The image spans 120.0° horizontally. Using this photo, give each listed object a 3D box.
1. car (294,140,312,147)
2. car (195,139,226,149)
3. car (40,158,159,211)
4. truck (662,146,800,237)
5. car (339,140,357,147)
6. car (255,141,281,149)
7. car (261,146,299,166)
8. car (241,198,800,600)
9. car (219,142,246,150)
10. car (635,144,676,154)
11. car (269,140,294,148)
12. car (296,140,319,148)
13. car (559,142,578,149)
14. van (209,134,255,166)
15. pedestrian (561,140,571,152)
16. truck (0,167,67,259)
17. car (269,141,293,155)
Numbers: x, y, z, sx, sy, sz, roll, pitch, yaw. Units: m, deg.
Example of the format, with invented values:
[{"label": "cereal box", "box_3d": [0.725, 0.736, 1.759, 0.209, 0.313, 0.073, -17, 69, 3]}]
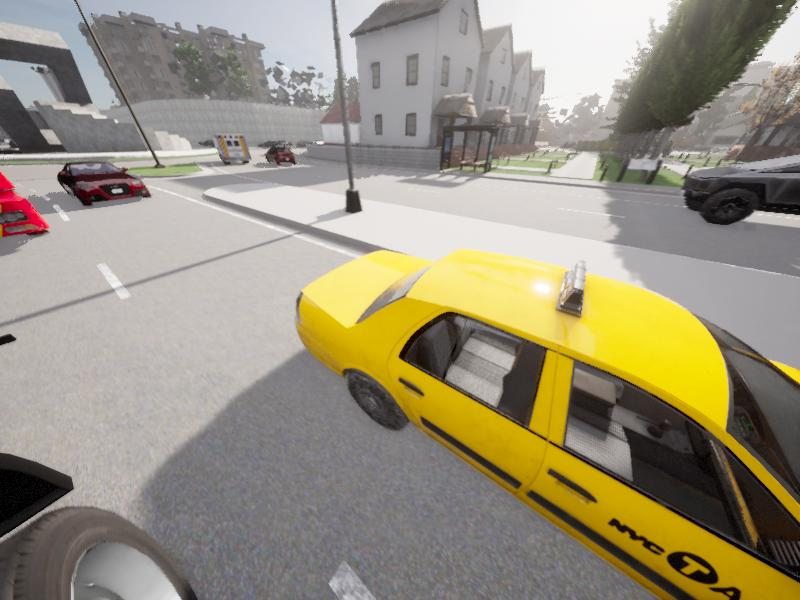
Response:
[{"label": "car", "box_3d": [-25.890, -41.771, 61.718, 1.845, 1.501, 3.633, 24, 41, 29]}, {"label": "car", "box_3d": [-42.143, -34.804, 51.525, 4.856, 1.649, 2.033, 0, 35, 0]}, {"label": "car", "box_3d": [-12.541, -4.978, 9.669, 4.181, 1.385, 1.994, 21, 40, 26]}, {"label": "truck", "box_3d": [12.659, -3.065, 6.617, 6.274, 2.098, 2.390, 23, 41, 28]}, {"label": "car", "box_3d": [-15.291, -46.515, 68.555, 1.801, 1.575, 5.366, 23, 41, 29]}, {"label": "car", "box_3d": [-30.218, -35.662, 53.049, 1.812, 1.442, 4.674, 30, 44, 35]}, {"label": "car", "box_3d": [-11.891, -14.298, 22.845, 1.816, 1.474, 4.193, -26, 43, -32]}, {"label": "car", "box_3d": [1.357, 0.577, 1.749, 5.366, 1.575, 1.801, 22, 41, 28]}, {"label": "car", "box_3d": [-34.943, -32.259, 48.278, 4.718, 1.301, 1.895, 12, 37, 16]}, {"label": "car", "box_3d": [50.303, -29.825, 45.589, 4.974, 1.542, 2.038, 6, 35, 8]}, {"label": "car", "box_3d": [-29.610, -39.022, 57.761, 2.038, 1.542, 4.974, 24, 42, 30]}, {"label": "car", "box_3d": [-23.629, -40.143, 59.425, 2.038, 1.542, 4.974, 24, 42, 29]}, {"label": "car", "box_3d": [47.658, -43.683, 65.226, 4.856, 1.649, 2.033, -19, 40, -26]}, {"label": "van", "box_3d": [-16.941, -15.166, 23.192, 2.351, 2.431, 6.366, -23, 41, -30]}, {"label": "pedestrian", "box_3d": [33.693, -31.309, 46.971, 0.751, 1.860, 0.751, 3, 35, 3]}, {"label": "truck", "box_3d": [-12.666, -3.618, 5.597, 8.468, 3.827, 2.891, 21, 40, 27]}, {"label": "car", "box_3d": [-18.408, -23.683, 35.975, 1.930, 1.638, 5.238, -6, 36, -9]}]
